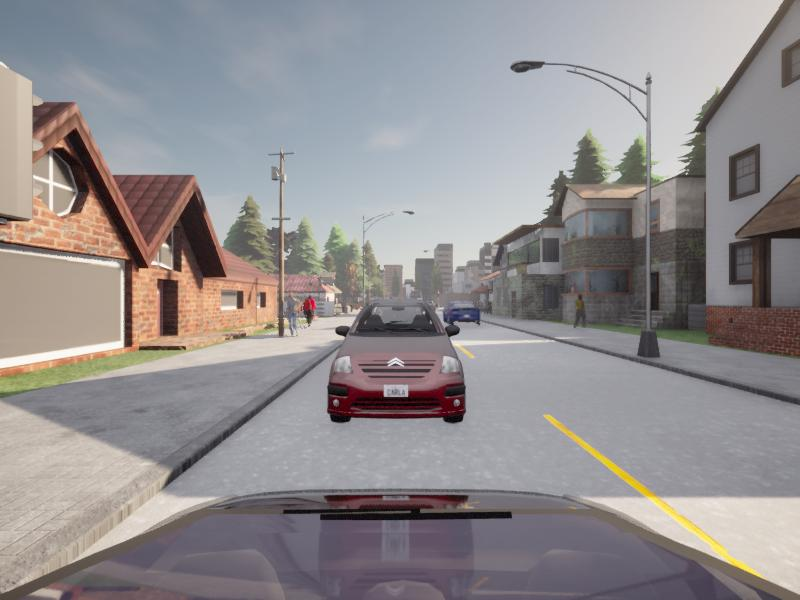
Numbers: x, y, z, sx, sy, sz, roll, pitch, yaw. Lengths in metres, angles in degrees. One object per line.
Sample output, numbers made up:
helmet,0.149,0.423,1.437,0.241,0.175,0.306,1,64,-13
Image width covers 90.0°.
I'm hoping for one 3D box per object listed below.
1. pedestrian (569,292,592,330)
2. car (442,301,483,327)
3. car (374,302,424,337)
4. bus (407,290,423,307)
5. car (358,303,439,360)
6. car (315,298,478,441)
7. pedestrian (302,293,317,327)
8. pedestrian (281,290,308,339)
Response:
pedestrian,9.035,0.533,20.043,0.751,1.860,0.751,0,0,-6
car,3.973,0.823,26.282,1.882,1.535,5.008,0,0,0
car,-0.032,0.851,19.557,2.163,1.488,4.792,0,0,0
bus,3.887,-0.319,107.213,3.944,4.253,10.273,0,0,0
car,-0.034,0.851,13.091,2.163,1.488,4.792,0,0,0
car,-0.037,0.788,6.528,1.851,1.617,3.988,0,0,0
pedestrian,-4.977,0.533,22.034,0.751,1.860,0.751,0,0,-9
pedestrian,-4.116,0.533,15.656,0.751,1.860,0.751,0,0,15
